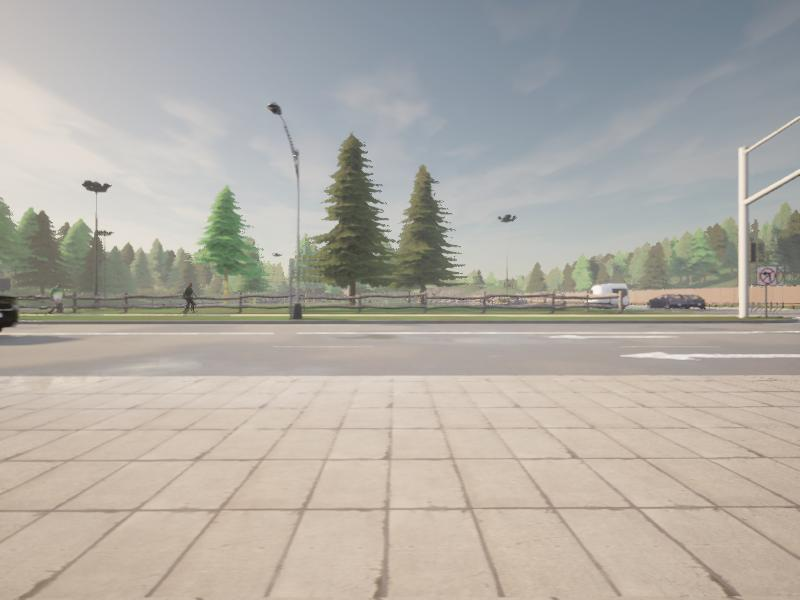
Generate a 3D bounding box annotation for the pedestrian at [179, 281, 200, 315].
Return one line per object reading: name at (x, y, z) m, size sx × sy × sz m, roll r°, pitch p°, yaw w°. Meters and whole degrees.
pedestrian at (-11.896, -0.101, 22.598) m, size 0.751 × 1.860 × 0.751 m, roll 0°, pitch 0°, yaw 4°

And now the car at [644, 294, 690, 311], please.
car at (25.131, 0.201, 37.797) m, size 1.845 × 1.501 × 3.633 m, roll 0°, pitch 0°, yaw -1°

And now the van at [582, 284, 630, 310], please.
van at (21.580, -0.300, 42.224) m, size 1.988 × 2.561 × 5.915 m, roll 0°, pitch 0°, yaw -1°

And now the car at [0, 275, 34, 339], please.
car at (-12.834, 0.186, 10.181) m, size 5.238 × 1.638 × 1.930 m, roll 0°, pitch 0°, yaw 0°

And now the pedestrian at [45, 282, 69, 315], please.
pedestrian at (-19.853, -0.093, 23.186) m, size 0.751 × 1.860 × 0.751 m, roll 0°, pitch 0°, yaw 3°

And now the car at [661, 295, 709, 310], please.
car at (28.598, 0.224, 40.317) m, size 1.816 × 1.474 × 4.193 m, roll 0°, pitch 0°, yaw -1°
